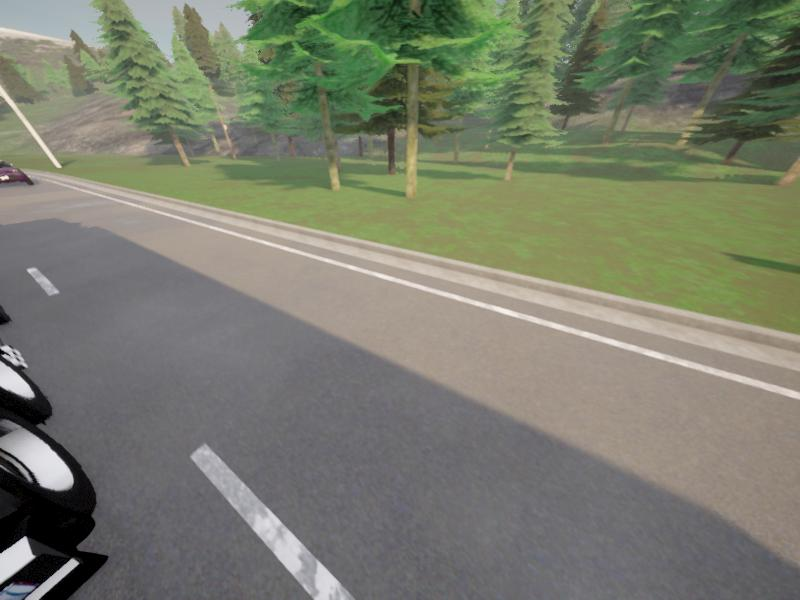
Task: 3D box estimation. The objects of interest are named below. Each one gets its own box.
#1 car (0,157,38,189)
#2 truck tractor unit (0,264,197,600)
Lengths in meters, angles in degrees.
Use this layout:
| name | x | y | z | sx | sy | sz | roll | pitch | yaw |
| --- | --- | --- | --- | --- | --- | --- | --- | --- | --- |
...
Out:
| name | x | y | z | sx | sy | sz | roll | pitch | yaw |
| --- | --- | --- | --- | --- | --- | --- | --- | --- | --- |
| car | -25.234 | -7.991 | 14.443 | 4.193 | 1.474 | 1.816 | 18 | 39 | 24 |
| truck tractor unit | -5.116 | -0.294 | 0.783 | 6.516 | 4.208 | 3.053 | 18 | 39 | 24 |
